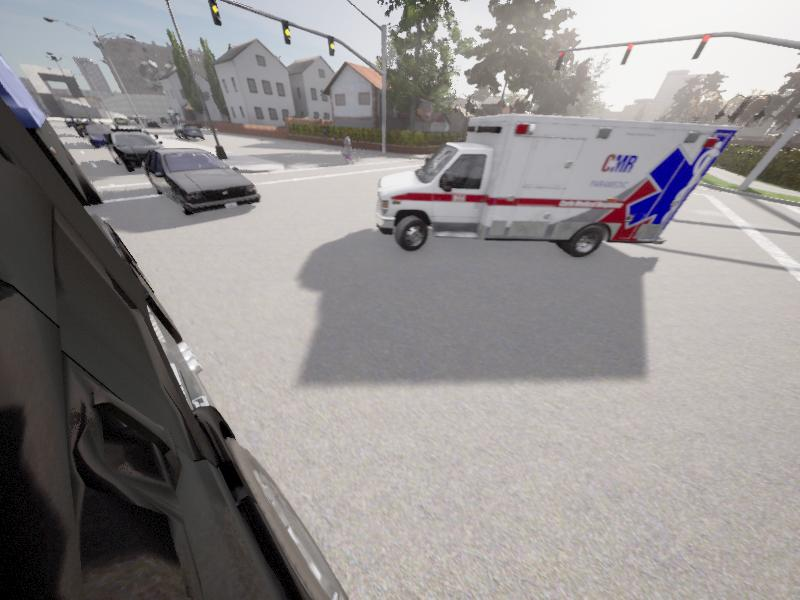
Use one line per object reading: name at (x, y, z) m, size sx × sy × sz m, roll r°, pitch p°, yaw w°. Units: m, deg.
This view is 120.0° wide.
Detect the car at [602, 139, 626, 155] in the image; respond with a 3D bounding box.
car at (37.407, -26.814, 40.320) m, size 2.150 × 2.045 × 5.566 m, roll 28°, pitch 43°, yaw 29°

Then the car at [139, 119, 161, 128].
car at (-54.933, -38.825, 50.796) m, size 4.974 × 1.542 × 2.038 m, roll 28°, pitch 44°, yaw 30°

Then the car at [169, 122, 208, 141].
car at (-25.877, -20.613, 28.219) m, size 4.856 × 1.649 × 2.033 m, roll 28°, pitch 44°, yaw 30°

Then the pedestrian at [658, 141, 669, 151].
pedestrian at (60.613, -35.409, 53.140) m, size 0.751 × 1.860 × 0.751 m, roll 28°, pitch 43°, yaw 30°

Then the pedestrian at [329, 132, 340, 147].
pedestrian at (-7.406, -18.260, 26.256) m, size 0.751 × 1.300 × 0.751 m, roll 28°, pitch 44°, yaw 30°

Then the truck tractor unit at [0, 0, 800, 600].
truck tractor unit at (-2.645, -0.295, 0.351) m, size 6.516 × 4.208 × 3.053 m, roll 28°, pitch 44°, yaw 30°

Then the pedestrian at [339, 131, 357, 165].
pedestrian at (-3.436, -10.051, 15.307) m, size 0.751 × 1.860 × 0.751 m, roll -18°, pitch 41°, yaw -25°

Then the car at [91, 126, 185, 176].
car at (-13.281, -7.659, 11.681) m, size 5.238 × 1.638 × 1.930 m, roll 28°, pitch 43°, yaw 30°

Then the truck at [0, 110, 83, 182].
truck at (-16.674, -6.902, 10.062) m, size 6.274 × 2.098 × 2.390 m, roll 28°, pitch 44°, yaw 30°

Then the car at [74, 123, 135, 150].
car at (-23.295, -12.927, 18.215) m, size 4.792 × 1.488 × 2.163 m, roll 28°, pitch 44°, yaw 30°

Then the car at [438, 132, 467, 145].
car at (8.399, -25.902, 37.103) m, size 3.806 × 1.475 × 1.970 m, roll 28°, pitch 44°, yaw 30°

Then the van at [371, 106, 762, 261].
van at (2.654, -2.576, 5.259) m, size 6.366 × 2.431 × 2.351 m, roll 0°, pitch 37°, yaw -4°

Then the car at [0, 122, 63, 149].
car at (-27.360, -12.318, 17.227) m, size 4.181 × 1.385 × 1.994 m, roll 28°, pitch 44°, yaw 30°

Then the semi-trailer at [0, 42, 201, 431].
semi-trailer at (-8.695, -3.607, 4.232) m, size 14.254 × 4.402 × 2.717 m, roll 28°, pitch 44°, yaw 30°

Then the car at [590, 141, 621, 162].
car at (24.873, -18.063, 27.920) m, size 1.932 × 1.855 × 4.605 m, roll 28°, pitch 44°, yaw 30°

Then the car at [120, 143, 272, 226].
car at (-6.634, -3.991, 7.409) m, size 5.357 × 1.411 × 2.033 m, roll 28°, pitch 44°, yaw 30°

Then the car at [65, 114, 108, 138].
car at (-34.174, -18.906, 25.163) m, size 3.866 × 1.878 × 1.905 m, roll 29°, pitch 44°, yaw 29°

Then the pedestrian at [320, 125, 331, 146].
pedestrian at (-8.611, -18.997, 26.696) m, size 0.751 × 1.860 × 0.751 m, roll 32°, pitch 46°, yaw 33°

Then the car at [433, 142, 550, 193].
car at (4.542, -7.100, 12.116) m, size 5.027 × 1.651 × 2.152 m, roll 28°, pitch 44°, yaw 30°

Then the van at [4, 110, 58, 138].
van at (-37.349, -17.928, 23.525) m, size 4.480 × 2.038 × 2.069 m, roll 28°, pitch 44°, yaw 30°
